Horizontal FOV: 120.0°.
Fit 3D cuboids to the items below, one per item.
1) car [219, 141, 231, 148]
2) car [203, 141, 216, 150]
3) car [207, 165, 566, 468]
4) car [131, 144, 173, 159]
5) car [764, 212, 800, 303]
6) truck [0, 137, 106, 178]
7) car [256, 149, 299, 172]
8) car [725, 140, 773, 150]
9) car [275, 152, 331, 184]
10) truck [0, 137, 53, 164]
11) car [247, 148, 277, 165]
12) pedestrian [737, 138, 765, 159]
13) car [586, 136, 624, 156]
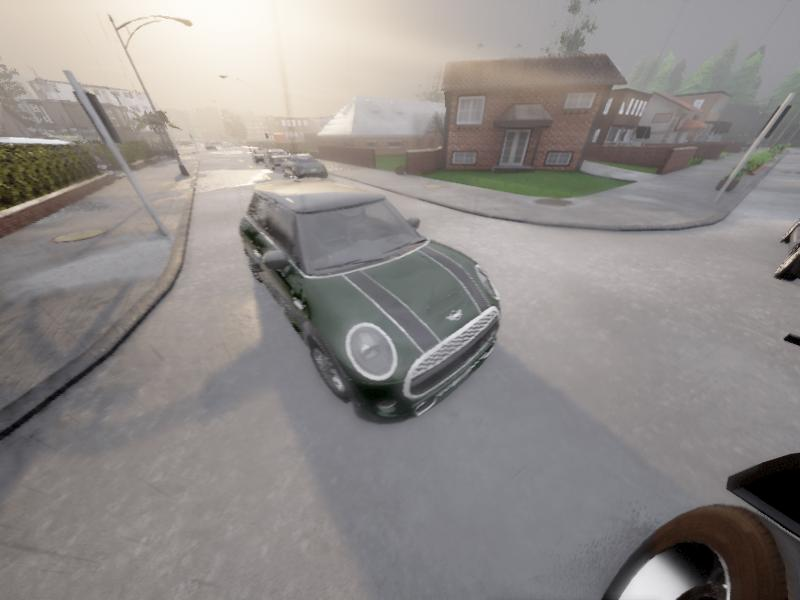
[{"bbox_3d":[-52.298,-46.308,68.831,2.152,1.651,5.027,-22,41,-28],"label":"car"},{"bbox_3d":[-47.677,-38.631,57.645,1.930,1.638,5.238,-22,41,-28],"label":"car"},{"bbox_3d":[-0.834,-0.718,3.374,2.097,1.767,4.553,-26,43,-32],"label":"car"},{"bbox_3d":[-34.913,-21.059,32.701,3.705,1.549,1.789,-26,43,-31],"label":"car"},{"bbox_3d":[9.005,-1.194,4.108,5.238,1.638,1.930,-22,41,-28],"label":"car"},{"bbox_3d":[-23.027,-9.120,14.772,4.478,2.038,2.069,-20,40,-30],"label":"truck"},{"bbox_3d":[-10.991,-12.569,20.610,2.033,1.411,5.357,-22,41,-28],"label":"car"},{"bbox_3d":[71.361,-31.823,47.335,2.152,1.651,5.027,-22,41,-28],"label":"car"},{"bbox_3d":[-6.485,-8.826,15.289,1.994,1.385,4.181,-24,42,-30],"label":"car"},{"bbox_3d":[-45.218,-17.124,26.394,5.204,2.467,2.627,-22,41,-28],"label":"truck"},{"bbox_3d":[-15.143,-15.763,25.257,1.895,1.301,4.718,-21,40,-27],"label":"car"},{"bbox_3d":[38.581,-16.685,25.441,0.751,1.860,0.751,-15,38,-19],"label":"pedestrian"},{"bbox_3d":[25.619,-19.269,28.829,3.866,1.878,1.905,-22,41,-28],"label":"car"}]
